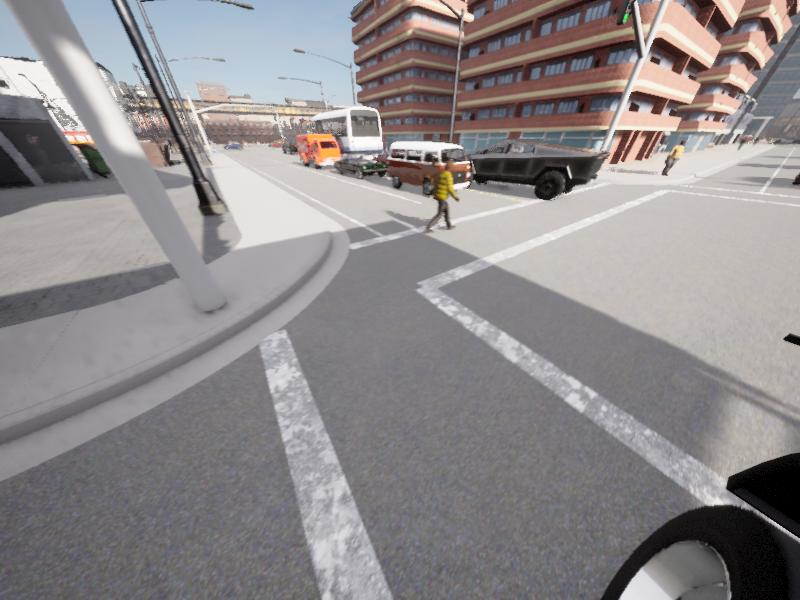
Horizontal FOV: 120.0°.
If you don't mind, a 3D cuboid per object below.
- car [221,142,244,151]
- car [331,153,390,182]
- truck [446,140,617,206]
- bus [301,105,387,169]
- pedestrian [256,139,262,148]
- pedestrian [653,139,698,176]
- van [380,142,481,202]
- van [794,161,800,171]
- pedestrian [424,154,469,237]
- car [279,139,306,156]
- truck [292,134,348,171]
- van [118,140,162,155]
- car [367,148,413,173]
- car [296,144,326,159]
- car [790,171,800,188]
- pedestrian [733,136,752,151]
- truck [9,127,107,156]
[{"bbox_3d":[-38.189,-35.055,52.691,3.806,1.475,1.970,-21,40,-27],"label":"car"},{"bbox_3d":[-2.843,-9.285,15.952,1.895,1.301,4.718,-23,41,-29],"label":"car"},{"bbox_3d":[5.545,-6.270,10.905,2.390,2.098,6.274,-30,45,-35],"label":"truck"},{"bbox_3d":[-5.880,-16.174,23.173,3.944,4.253,10.273,-23,41,-28],"label":"bus"},{"bbox_3d":[-38.384,-42.530,62.829,0.751,1.860,0.751,-26,42,-31],"label":"pedestrian"},{"bbox_3d":[16.668,-8.644,14.064,0.751,1.860,0.751,5,36,8],"label":"pedestrian"},{"bbox_3d":[1.186,-6.359,11.125,2.069,2.038,4.480,-23,41,-29],"label":"van"},{"bbox_3d":[32.427,-10.957,17.341,4.480,2.038,2.069,-22,41,-28],"label":"van"},{"bbox_3d":[1.153,-2.727,6.097,0.751,1.860,0.751,-9,36,-12],"label":"pedestrian"},{"bbox_3d":[-17.321,-24.607,37.137,2.150,2.045,5.566,-24,42,-30],"label":"car"},{"bbox_3d":[-7.138,-13.155,20.455,2.627,2.467,5.204,-23,41,-28],"label":"truck"},{"bbox_3d":[-46.132,-27.250,41.153,4.480,2.038,2.069,-22,41,-28],"label":"van"},{"bbox_3d":[-0.871,-11.258,18.525,1.845,1.501,3.633,-23,41,-28],"label":"car"},{"bbox_3d":[-12.130,-20.273,31.395,2.038,1.542,4.974,-24,41,-29],"label":"car"},{"bbox_3d":[22.701,-6.704,11.993,4.181,1.385,1.994,-22,41,-28],"label":"car"},{"bbox_3d":[52.533,-23.976,35.435,0.751,1.860,0.751,-24,41,-29],"label":"pedestrian"},{"bbox_3d":[-58.628,-27.578,40.183,8.468,3.827,2.891,-29,44,-34],"label":"truck"}]
